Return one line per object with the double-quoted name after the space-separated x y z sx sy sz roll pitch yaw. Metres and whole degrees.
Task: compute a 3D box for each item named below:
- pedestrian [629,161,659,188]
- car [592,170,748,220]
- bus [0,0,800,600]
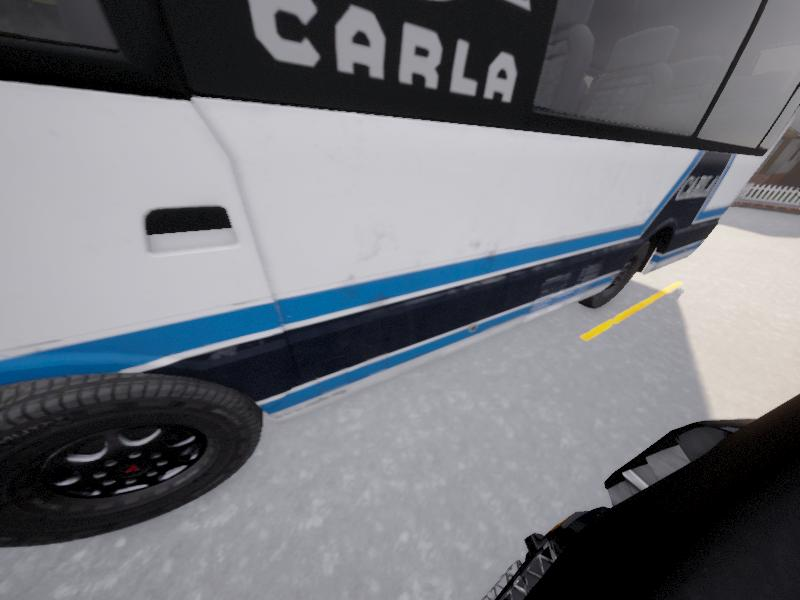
20.036 -10.260 18.970 0.751 1.860 0.751 -13 37 -22 "pedestrian"
13.314 -5.629 12.048 2.128 1.511 4.902 -1 34 -6 "car"
0.986 -1.802 2.880 10.273 4.253 3.944 -15 37 -24 "bus"
